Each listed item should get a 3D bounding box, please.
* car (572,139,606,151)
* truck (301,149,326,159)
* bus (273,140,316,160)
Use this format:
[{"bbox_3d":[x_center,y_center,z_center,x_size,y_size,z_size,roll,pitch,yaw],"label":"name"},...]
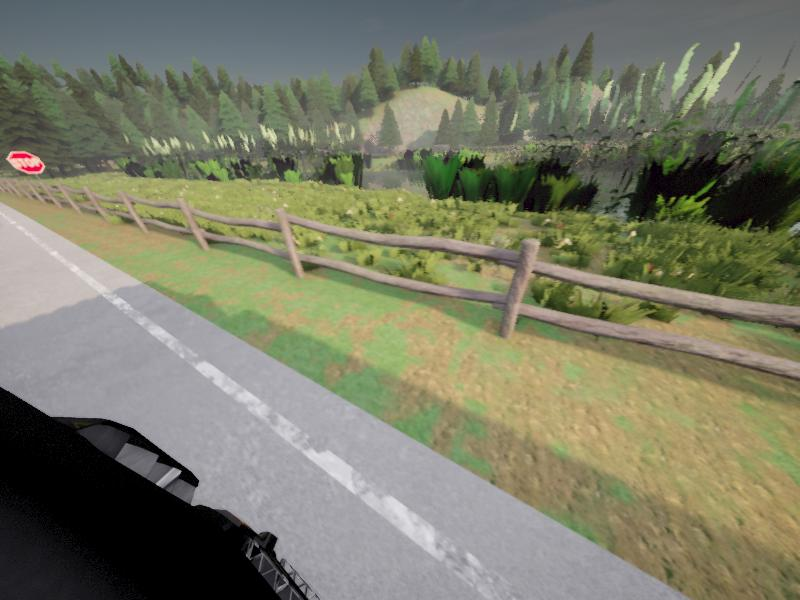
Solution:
[{"bbox_3d":[35.622,-29.359,43.771,4.553,1.767,2.097,16,38,25],"label":"car"},{"bbox_3d":[-24.963,-42.331,67.009,6.274,2.098,2.390,9,36,17],"label":"truck"},{"bbox_3d":[-29.635,-42.145,65.111,10.273,4.253,3.944,9,36,17],"label":"bus"}]
